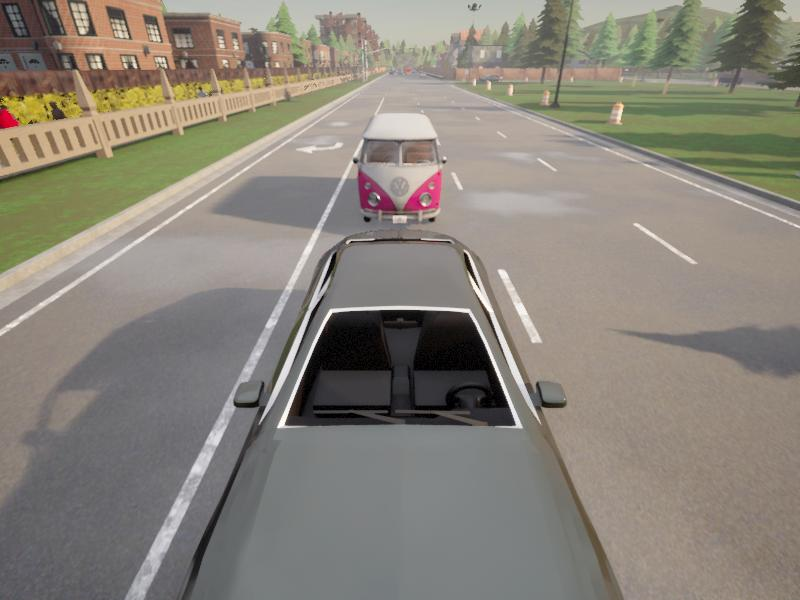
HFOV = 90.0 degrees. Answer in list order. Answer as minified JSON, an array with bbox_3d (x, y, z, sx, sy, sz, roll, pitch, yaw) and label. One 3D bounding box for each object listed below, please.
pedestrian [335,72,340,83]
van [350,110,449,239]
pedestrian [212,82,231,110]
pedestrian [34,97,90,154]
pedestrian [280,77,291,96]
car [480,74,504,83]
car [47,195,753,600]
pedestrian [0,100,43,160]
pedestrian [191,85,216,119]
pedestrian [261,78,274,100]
[{"bbox_3d":[-12.676,-45.077,80.969,0.751,1.860,0.751,1,30,2],"label":"pedestrian"},{"bbox_3d":[-0.003,-3.223,9.560,1.775,1.987,4.442,0,30,0],"label":"van"},{"bbox_3d":[-13.437,-15.403,30.173,0.751,1.860,0.751,0,30,0],"label":"pedestrian"},{"bbox_3d":[-12.546,-6.478,14.898,0.751,1.860,0.751,0,30,0],"label":"pedestrian"},{"bbox_3d":[-12.659,-23.573,44.155,0.751,1.860,0.751,-1,30,-1],"label":"pedestrian"},{"bbox_3d":[20.209,-48.675,87.884,4.514,1.525,2.007,-7,31,-12],"label":"car"},{"bbox_3d":[0.002,0.656,3.292,2.152,1.651,5.027,0,30,0],"label":"car"},{"bbox_3d":[-13.480,-5.890,13.893,0.751,1.860,0.751,0,30,0],"label":"pedestrian"},{"bbox_3d":[-12.340,-12.476,25.163,0.751,1.860,0.751,-1,30,-1],"label":"pedestrian"},{"bbox_3d":[-13.057,-20.892,39.567,0.751,1.860,0.751,0,30,0],"label":"pedestrian"}]
